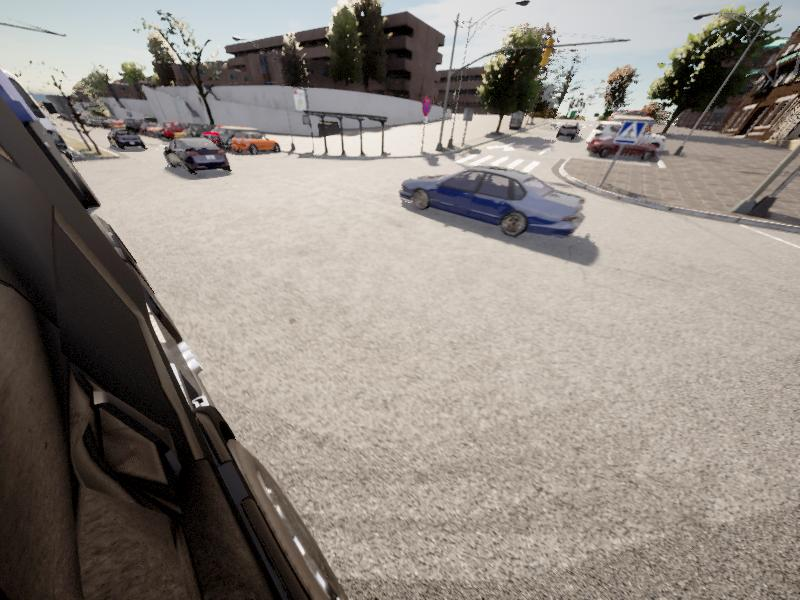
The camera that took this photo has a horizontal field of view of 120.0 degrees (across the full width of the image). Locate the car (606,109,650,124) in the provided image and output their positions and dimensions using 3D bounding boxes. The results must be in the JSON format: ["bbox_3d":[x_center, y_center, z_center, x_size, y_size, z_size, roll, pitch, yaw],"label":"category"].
[{"bbox_3d":[46.659,-37.673,47.442,5.566,2.045,2.435,13,39,10],"label":"car"}]

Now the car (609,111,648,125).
[{"bbox_3d":[43.138,-34.527,43.777,4.553,1.767,2.185,12,42,11],"label":"car"}]

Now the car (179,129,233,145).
[{"bbox_3d":[-23.595,-19.971,28.328,2.002,1.452,4.674,12,37,12],"label":"car"}]

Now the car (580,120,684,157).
[{"bbox_3d":[19.574,-13.994,19.953,5.566,2.045,2.435,13,43,12],"label":"car"}]

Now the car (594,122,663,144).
[{"bbox_3d":[25.012,-18.551,25.583,4.892,1.521,2.231,13,43,12],"label":"car"}]

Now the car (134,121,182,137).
[{"bbox_3d":[-38.040,-26.959,36.487,2.185,1.767,4.553,12,36,12],"label":"car"}]

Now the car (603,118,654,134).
[{"bbox_3d":[32.326,-24.841,32.883,4.674,1.452,2.002,13,43,12],"label":"car"}]

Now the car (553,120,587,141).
[{"bbox_3d":[19.906,-19.884,26.999,2.128,1.511,4.902,27,48,26],"label":"car"}]

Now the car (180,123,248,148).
[{"bbox_3d":[-21.164,-19.072,26.796,2.435,2.045,5.566,12,37,12],"label":"car"}]

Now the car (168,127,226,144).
[{"bbox_3d":[-25.943,-21.260,29.835,1.946,1.575,5.366,12,37,12],"label":"car"}]

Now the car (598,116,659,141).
[{"bbox_3d":[26.736,-20.318,27.266,4.442,1.987,1.878,13,43,12],"label":"car"}]

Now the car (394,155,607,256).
[{"bbox_3d":[2.512,-3.194,6.960,5.357,1.411,2.033,29,44,30],"label":"car"}]

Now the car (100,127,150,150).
[{"bbox_3d":[-25.064,-14.699,21.034,4.193,1.474,1.816,26,42,28],"label":"car"}]

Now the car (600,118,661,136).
[{"bbox_3d":[30.676,-23.254,30.999,5.366,1.575,1.946,13,43,12],"label":"car"}]

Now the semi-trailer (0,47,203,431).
[{"bbox_3d":[-8.776,-3.512,4.207,14.254,4.402,2.717,27,44,30],"label":"semi-trailer"}]

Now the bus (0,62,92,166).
[{"bbox_3d":[-24.169,-11.248,14.075,10.273,4.253,3.944,26,42,28],"label":"bus"}]

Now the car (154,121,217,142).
[{"bbox_3d":[-28.384,-22.522,30.946,2.435,2.045,5.566,12,37,12],"label":"car"}]

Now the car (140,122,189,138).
[{"bbox_3d":[-35.606,-25.852,35.156,2.185,1.767,4.553,12,37,12],"label":"car"}]

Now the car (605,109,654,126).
[{"bbox_3d":[41.341,-33.005,41.834,5.566,2.045,2.435,12,43,11],"label":"car"}]

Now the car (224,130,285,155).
[{"bbox_3d":[-14.000,-15.446,22.615,2.185,1.767,4.553,12,37,12],"label":"car"}]

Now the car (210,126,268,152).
[{"bbox_3d":[-16.401,-16.652,23.903,1.878,1.987,4.442,13,37,12],"label":"car"}]

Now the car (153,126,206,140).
[{"bbox_3d":[-30.807,-23.441,32.489,2.163,1.488,4.792,12,36,12],"label":"car"}]

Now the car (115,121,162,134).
[{"bbox_3d":[-47.618,-31.520,42.264,1.946,1.575,5.366,12,36,12],"label":"car"}]

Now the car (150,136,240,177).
[{"bbox_3d":[-11.278,-8.005,12.705,4.792,1.488,2.163,27,43,29],"label":"car"}]

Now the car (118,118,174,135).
[{"bbox_3d":[-42.838,-29.370,39.226,2.435,2.045,5.566,12,36,12],"label":"car"}]

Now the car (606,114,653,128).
[{"bbox_3d":[39.742,-31.182,40.124,5.366,1.575,1.946,12,43,11],"label":"car"}]

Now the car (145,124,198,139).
[{"bbox_3d":[-33.212,-24.592,33.830,2.231,1.521,4.892,12,37,12],"label":"car"}]

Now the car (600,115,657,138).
[{"bbox_3d":[28.563,-21.901,29.089,4.442,1.987,1.878,13,43,12],"label":"car"}]

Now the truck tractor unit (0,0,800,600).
[{"bbox_3d":[-2.645,-0.295,0.351,6.516,4.208,3.053,28,44,30],"label":"truck tractor unit"}]

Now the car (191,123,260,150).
[{"bbox_3d":[-18.769,-17.882,25.356,2.435,2.045,5.566,13,37,12],"label":"car"}]

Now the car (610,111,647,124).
[{"bbox_3d":[44.962,-36.080,45.623,4.553,1.767,2.185,12,41,10],"label":"car"}]

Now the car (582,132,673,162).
[{"bbox_3d":[17.722,-12.199,18.330,4.674,1.452,2.002,13,43,12],"label":"car"}]
